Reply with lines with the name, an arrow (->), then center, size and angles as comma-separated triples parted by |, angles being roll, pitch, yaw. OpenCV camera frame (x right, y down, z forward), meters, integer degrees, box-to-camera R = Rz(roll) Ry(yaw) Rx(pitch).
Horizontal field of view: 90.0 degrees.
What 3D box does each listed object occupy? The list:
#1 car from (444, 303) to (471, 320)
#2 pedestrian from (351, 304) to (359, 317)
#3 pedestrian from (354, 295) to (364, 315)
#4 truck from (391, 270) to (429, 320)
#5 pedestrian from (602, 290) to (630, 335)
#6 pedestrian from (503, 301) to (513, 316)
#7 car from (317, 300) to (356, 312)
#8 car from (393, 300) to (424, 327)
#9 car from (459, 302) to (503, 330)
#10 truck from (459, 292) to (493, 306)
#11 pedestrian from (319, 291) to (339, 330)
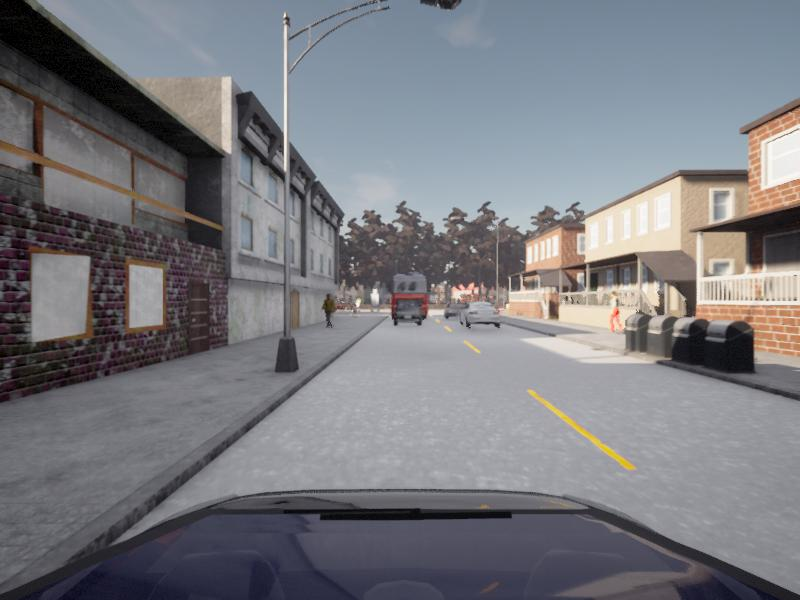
car -> 4.708, 0.898, 33.468 | 1.895, 1.301, 4.718 | 0, 0, 4
pedestrian -> -3.719, 0.869, 33.107 | 0.500, 1.100, 0.500 | 0, 0, -31
pedestrian -> -4.018, 0.482, 39.304 | 0.751, 1.860, 0.751 | 0, 0, 21
truck -> 0.724, -0.368, 34.783 | 2.891, 3.827, 8.468 | 0, 0, 0
pedestrian -> 9.181, 0.509, 17.043 | 0.751, 1.860, 0.751 | 0, 0, -24
pedestrian -> 9.936, 0.755, 36.743 | 0.751, 1.300, 0.751 | 0, 0, 21
car -> -8.311, 0.781, 52.973 | 4.792, 1.488, 2.163 | 0, 0, 2
car -> 0.443, 0.783, 25.004 | 1.789, 1.549, 3.705 | 0, 0, -1
car -> 4.616, 0.838, 23.364 | 1.812, 1.442, 4.674 | 0, 0, 2
truck -> 19.936, -0.246, 105.593 | 8.468, 3.827, 2.891 | 0, 0, 1
pedestrian -> -3.491, 0.507, 19.724 | 0.751, 1.860, 0.751 | 0, 0, 14
